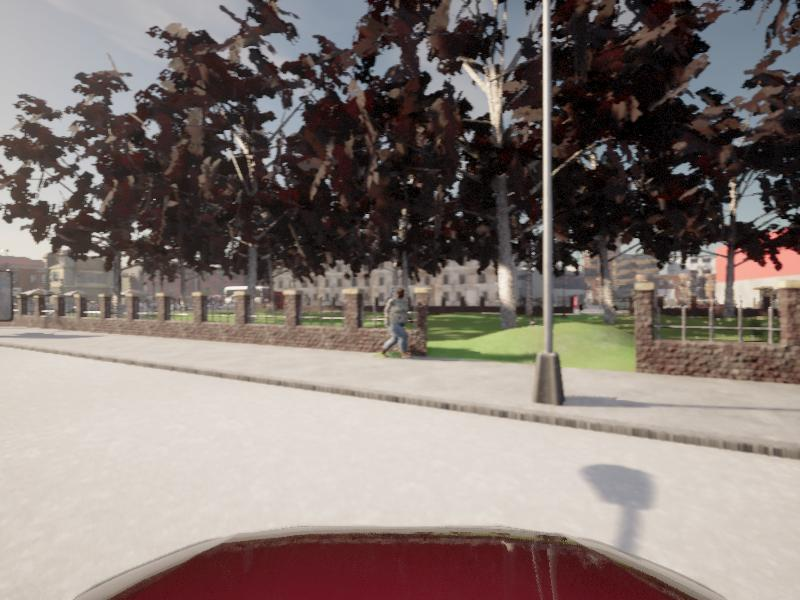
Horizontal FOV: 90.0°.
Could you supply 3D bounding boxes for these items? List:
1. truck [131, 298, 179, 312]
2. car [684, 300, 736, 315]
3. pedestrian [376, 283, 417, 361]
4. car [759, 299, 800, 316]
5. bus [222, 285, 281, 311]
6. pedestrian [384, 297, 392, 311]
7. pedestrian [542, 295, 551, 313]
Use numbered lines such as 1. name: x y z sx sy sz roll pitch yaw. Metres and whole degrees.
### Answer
1. truck: -40.229 0.754 65.840 2.390 2.098 6.274 0 0 29
2. car: 30.038 0.698 38.900 3.806 1.475 1.970 0 0 30
3. pedestrian: -0.083 0.524 10.051 0.751 1.860 0.751 0 0 29
4. car: 35.458 0.655 35.841 4.514 1.525 2.007 0 0 30
5. bus: -26.291 -0.284 70.755 10.273 4.253 3.944 0 0 29
6. pedestrian: -1.593 0.488 52.701 0.751 1.860 0.751 0 0 31
7. pedestrian: 15.285 0.433 41.717 0.751 1.860 0.751 0 0 29
